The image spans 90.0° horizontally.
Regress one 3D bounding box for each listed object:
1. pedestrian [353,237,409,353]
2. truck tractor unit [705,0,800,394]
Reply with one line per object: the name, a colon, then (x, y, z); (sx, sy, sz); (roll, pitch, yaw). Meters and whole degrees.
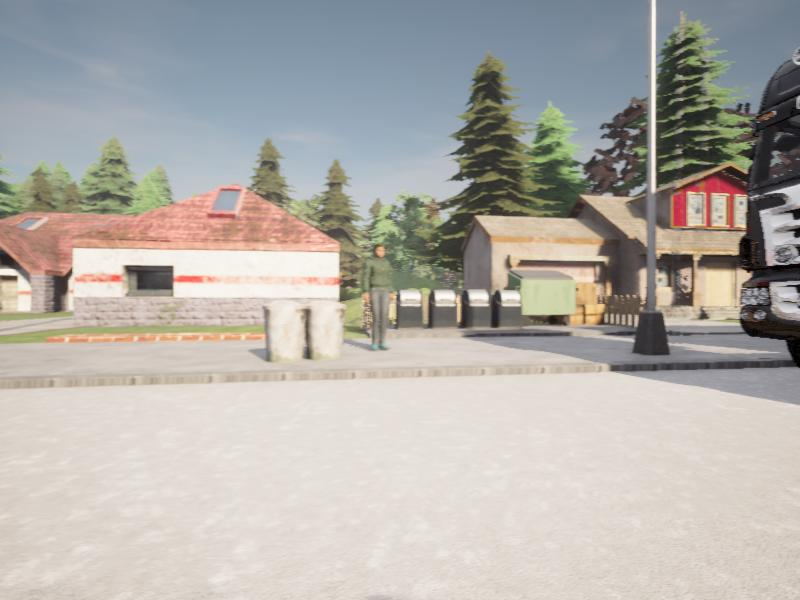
pedestrian: (-0.337, -0.078, 6.920); (0.751, 1.860, 0.751); (0, 0, -23)
truck tractor unit: (7.399, -1.113, 4.128); (6.516, 4.208, 3.053); (0, 0, -9)
